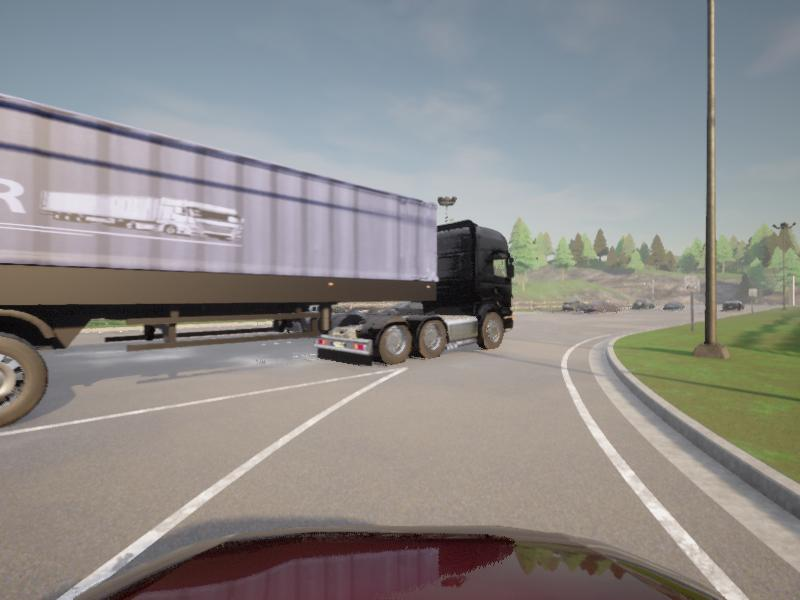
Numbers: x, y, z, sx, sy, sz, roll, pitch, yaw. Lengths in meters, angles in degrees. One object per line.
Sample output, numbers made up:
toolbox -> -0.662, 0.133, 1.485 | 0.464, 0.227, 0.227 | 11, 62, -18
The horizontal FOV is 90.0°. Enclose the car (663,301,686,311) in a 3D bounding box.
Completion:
car -> 41.336, 0.878, 60.270 | 4.181, 1.385, 1.994 | 0, 0, -43

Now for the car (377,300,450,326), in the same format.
car -> 0.997, 0.810, 26.974 | 5.008, 1.535, 1.882 | -1, 0, -43

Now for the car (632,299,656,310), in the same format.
car -> 37.489, 0.665, 61.451 | 4.553, 1.767, 2.097 | 0, 0, -43

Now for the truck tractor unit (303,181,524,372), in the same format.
truck tractor unit -> 0.739, -0.524, 12.193 | 6.516, 4.208, 3.053 | 0, 0, -44

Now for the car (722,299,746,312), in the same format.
car -> 45.734, 0.744, 54.796 | 5.238, 1.638, 1.930 | 0, 0, -43

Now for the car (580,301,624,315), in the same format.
car -> 23.139, 0.872, 45.729 | 5.357, 1.411, 2.033 | 0, 0, -33

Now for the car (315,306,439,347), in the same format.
car -> -0.759, 0.936, 15.685 | 4.718, 1.301, 1.895 | 0, 0, -43

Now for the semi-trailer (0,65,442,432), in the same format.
semi-trailer -> -4.884, -0.620, 6.624 | 14.254, 4.402, 2.717 | 0, 0, -45

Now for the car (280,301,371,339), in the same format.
car -> -3.298, 0.817, 18.101 | 3.633, 1.501, 1.845 | 0, 0, -43

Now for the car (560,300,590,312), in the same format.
car -> 22.953, 0.803, 52.533 | 4.514, 1.525, 2.007 | 0, 0, -43
